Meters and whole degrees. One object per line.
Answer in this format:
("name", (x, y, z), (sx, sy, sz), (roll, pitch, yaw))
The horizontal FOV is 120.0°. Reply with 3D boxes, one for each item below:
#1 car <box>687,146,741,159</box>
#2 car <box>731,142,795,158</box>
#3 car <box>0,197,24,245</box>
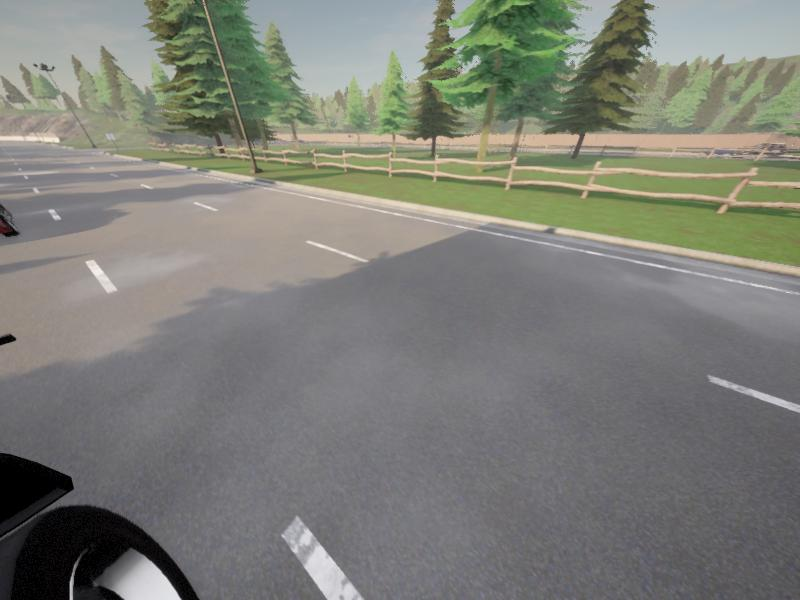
("car", (45.882, -21.741, 33.938), (4.181, 1.385, 1.994), (22, 41, 28))
("car", (55.363, -23.025, 35.404), (4.605, 1.855, 1.932), (22, 41, 28))
("car", (-12.040, -2.321, 5.895), (4.181, 1.385, 1.994), (22, 41, 28))
